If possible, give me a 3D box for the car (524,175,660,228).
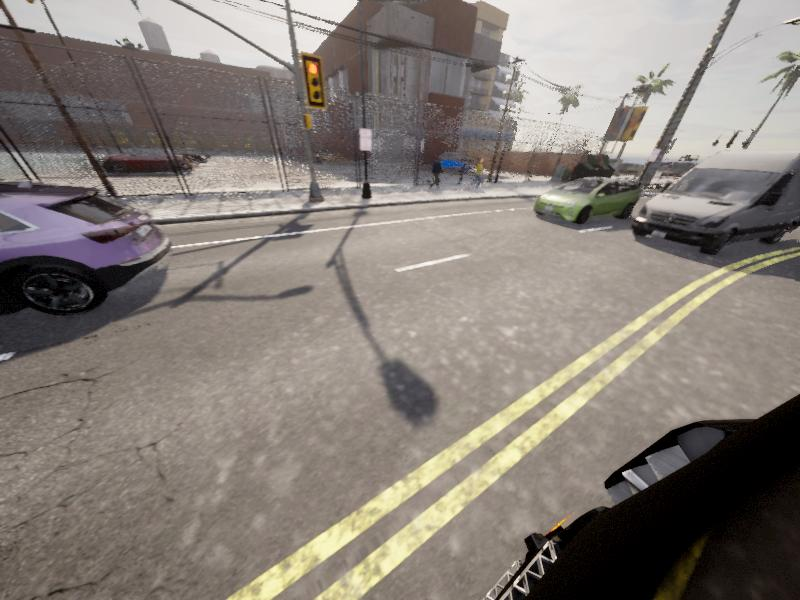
[{"bbox_3d":[7.916,-4.240,9.650,4.514,1.525,2.007,-11,35,-20],"label":"car"}]

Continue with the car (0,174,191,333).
[{"bbox_3d":[-6.335,-0.592,3.025,4.856,1.649,2.033,-15,37,-25],"label":"car"}]

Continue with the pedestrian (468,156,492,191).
[{"bbox_3d":[4.932,-7.868,14.381,0.751,1.860,0.751,-14,37,-23],"label":"pedestrian"}]

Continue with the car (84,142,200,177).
[{"bbox_3d":[-16.844,-9.447,15.559,4.553,1.767,2.185,-16,38,-26],"label":"car"}]

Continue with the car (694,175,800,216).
[{"bbox_3d":[20.097,-5.717,12.633,5.027,1.651,2.152,-1,33,-6],"label":"car"}]

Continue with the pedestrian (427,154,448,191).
[{"bbox_3d":[2.216,-7.625,13.828,0.751,1.860,0.751,-15,37,-25],"label":"pedestrian"}]

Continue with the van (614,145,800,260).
[{"bbox_3d":[10.362,-3.126,7.179,5.915,2.561,1.988,-9,35,-17],"label":"van"}]
